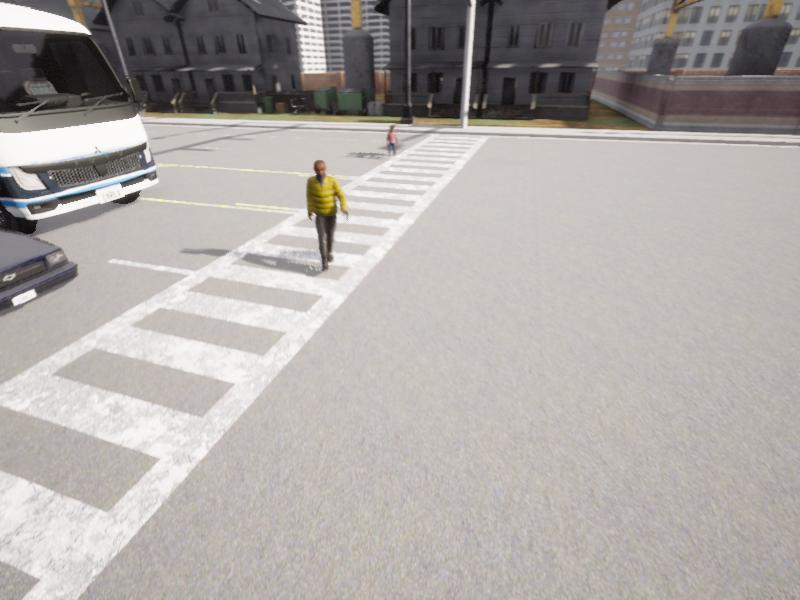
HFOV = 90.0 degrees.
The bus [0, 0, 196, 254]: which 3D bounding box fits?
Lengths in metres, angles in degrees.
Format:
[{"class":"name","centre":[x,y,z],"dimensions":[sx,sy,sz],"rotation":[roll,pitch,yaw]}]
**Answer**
[{"class":"bus","centre":[-11.052,-4.367,9.517],"dimensions":[10.273,4.253,3.944],"rotation":[8,31,15]}]

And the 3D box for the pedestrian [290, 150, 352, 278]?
[{"class":"pedestrian","centre":[-1.243,-1.390,6.546],"dimensions":[0.751,1.860,0.751],"rotation":[-4,30,-6]}]

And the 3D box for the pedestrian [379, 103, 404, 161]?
[{"class":"pedestrian","centre":[-0.304,-6.177,14.724],"dimensions":[0.751,1.860,0.751],"rotation":[5,31,9]}]

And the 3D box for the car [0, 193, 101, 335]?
[{"class":"car","centre":[-7.790,-0.746,6.080],"dimensions":[5.357,1.411,2.033],"rotation":[8,31,15]}]

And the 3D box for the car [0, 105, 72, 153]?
[{"class":"car","centre":[-18.238,-7.921,18.329],"dimensions":[5.238,1.638,1.930],"rotation":[9,32,15]}]
